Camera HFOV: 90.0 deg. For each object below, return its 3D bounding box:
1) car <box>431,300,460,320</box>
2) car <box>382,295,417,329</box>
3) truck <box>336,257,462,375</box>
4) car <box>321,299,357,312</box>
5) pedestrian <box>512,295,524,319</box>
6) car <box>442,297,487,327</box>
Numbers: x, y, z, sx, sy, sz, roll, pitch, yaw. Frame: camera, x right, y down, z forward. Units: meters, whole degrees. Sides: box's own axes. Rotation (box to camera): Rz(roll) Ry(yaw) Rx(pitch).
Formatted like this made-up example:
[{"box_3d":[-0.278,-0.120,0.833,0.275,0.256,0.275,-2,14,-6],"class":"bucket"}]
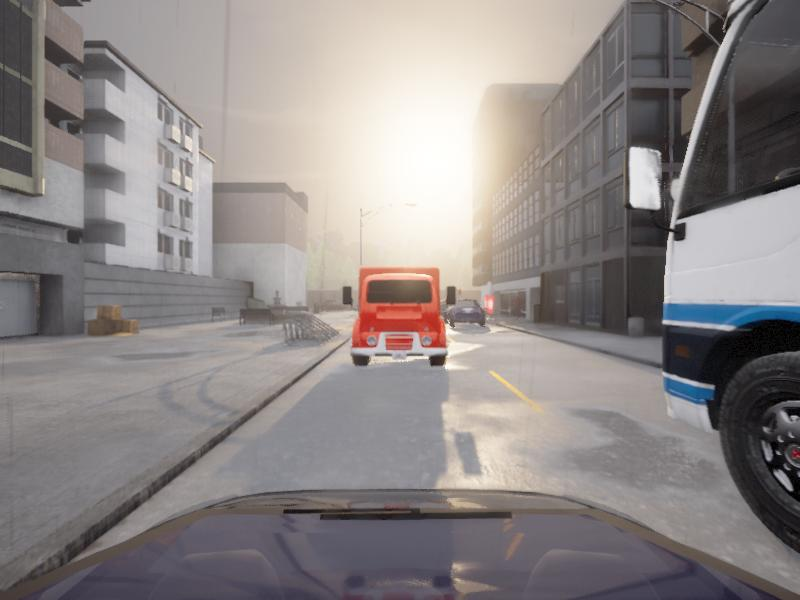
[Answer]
[{"box_3d":[3.889,0.786,35.021,2.033,1.649,4.856,0,0,1],"class":"car"},{"box_3d":[-0.038,0.652,23.858,1.905,1.878,3.866,0,0,0],"class":"car"},{"box_3d":[-0.012,0.373,10.981,2.627,2.467,5.204,0,-1,0],"class":"truck"},{"box_3d":[-8.268,0.707,54.491,4.553,1.767,2.097,0,0,0],"class":"car"},{"box_3d":[9.157,0.541,31.066,0.751,1.860,0.751,0,0,0],"class":"pedestrian"},{"box_3d":[3.959,0.701,25.383,2.097,1.767,4.553,0,0,0],"class":"car"}]
